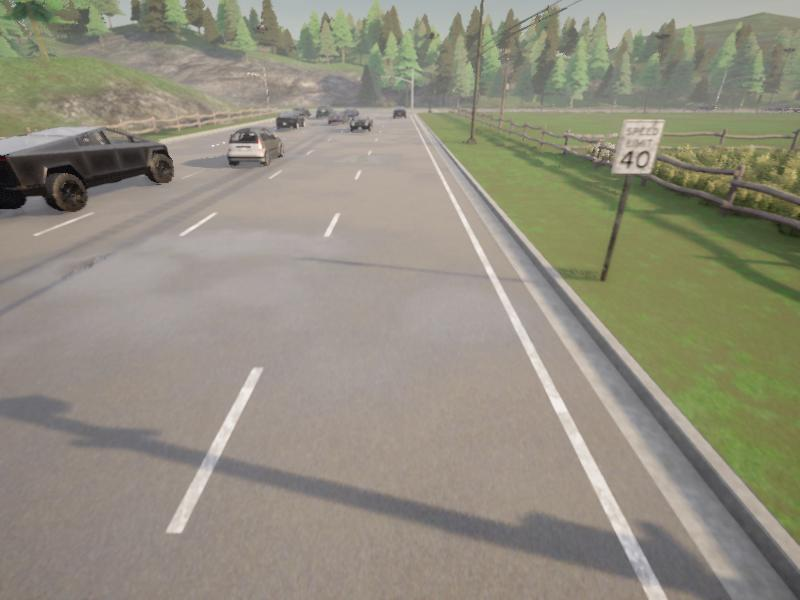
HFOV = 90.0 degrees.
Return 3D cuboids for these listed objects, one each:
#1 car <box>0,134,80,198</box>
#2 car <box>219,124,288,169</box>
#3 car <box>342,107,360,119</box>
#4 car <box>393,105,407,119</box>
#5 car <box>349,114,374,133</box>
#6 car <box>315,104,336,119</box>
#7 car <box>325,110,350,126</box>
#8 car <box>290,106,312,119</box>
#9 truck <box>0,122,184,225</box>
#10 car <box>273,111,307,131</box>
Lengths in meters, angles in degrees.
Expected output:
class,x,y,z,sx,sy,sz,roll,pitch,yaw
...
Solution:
class,x,y,z,sx,sy,sz,roll,pitch,yaw
car,-14.010,-4.847,14.229,1.851,1.617,3.988,0,27,0
car,-7.010,-7.614,19.652,1.851,1.617,3.988,0,27,0
car,-7.043,-27.083,57.811,1.994,1.385,4.181,0,27,0
car,-0.041,-27.326,58.023,1.930,1.638,5.238,0,27,0
car,-3.528,-16.442,37.196,1.895,1.301,4.718,0,27,0
car,-10.542,-26.804,56.782,2.097,1.767,4.553,0,27,0
car,-7.032,-20.850,45.649,2.033,1.411,5.357,0,27,0
car,-14.041,-26.686,56.828,2.007,1.525,4.514,0,27,0
truck,-10.122,-4.353,12.746,2.390,2.098,6.274,3,27,6
car,-10.527,-17.335,38.632,1.882,1.535,5.008,0,27,0
